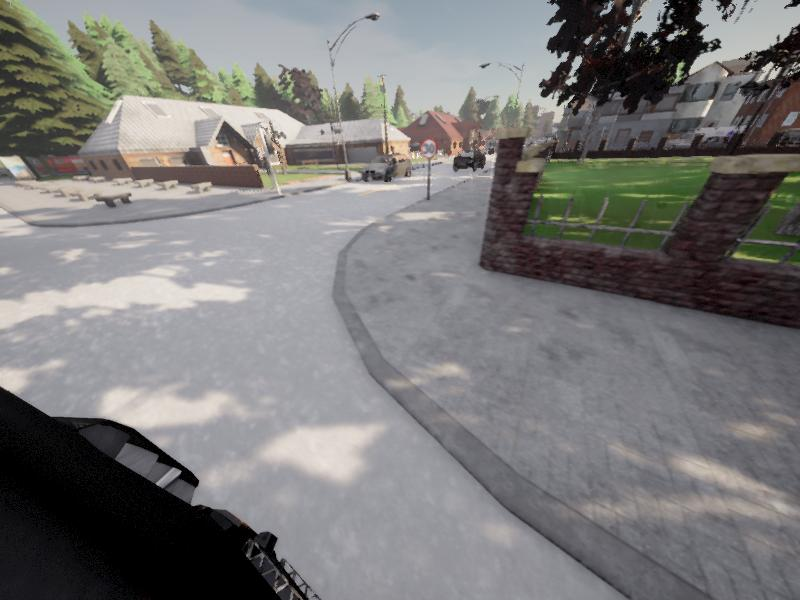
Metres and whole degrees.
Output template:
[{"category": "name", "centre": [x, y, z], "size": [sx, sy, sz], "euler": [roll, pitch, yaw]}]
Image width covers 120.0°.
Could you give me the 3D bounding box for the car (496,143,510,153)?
[{"category": "car", "centre": [22.867, -33.774, 51.221], "size": [1.851, 1.617, 3.988], "euler": [16, 38, 26]}]

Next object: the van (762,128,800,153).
[{"category": "van", "centre": [40.090, -15.624, 22.499], "size": [4.442, 1.987, 1.775], "euler": [15, 38, 24]}]

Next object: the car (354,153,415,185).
[{"category": "car", "centre": [-0.966, -9.953, 17.345], "size": [2.242, 1.667, 4.611], "euler": [16, 38, 26]}]

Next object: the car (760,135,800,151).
[{"category": "car", "centre": [43.354, -16.885, 24.761], "size": [4.718, 1.301, 1.895], "euler": [18, 39, 28]}]

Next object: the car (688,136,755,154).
[{"category": "car", "centre": [34.941, -16.967, 25.295], "size": [3.633, 1.501, 1.845], "euler": [15, 38, 25]}]

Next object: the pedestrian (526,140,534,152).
[{"category": "pedestrian", "centre": [24.051, -28.373, 42.631], "size": [0.751, 1.860, 0.751], "euler": [23, 41, 33]}]

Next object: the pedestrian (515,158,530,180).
[{"category": "pedestrian", "centre": [7.448, -7.961, 14.030], "size": [0.500, 1.100, 0.500], "euler": [16, 38, 26]}]

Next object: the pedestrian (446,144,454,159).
[{"category": "pedestrian", "centre": [7.692, -22.764, 35.437], "size": [0.751, 1.860, 0.751], "euler": [17, 39, 27]}]

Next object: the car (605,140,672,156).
[{"category": "car", "centre": [29.102, -18.748, 28.509], "size": [5.357, 1.411, 2.033], "euler": [17, 39, 27]}]

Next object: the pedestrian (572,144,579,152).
[{"category": "pedestrian", "centre": [28.177, -24.425, 37.074], "size": [0.500, 1.100, 0.500], "euler": [-27, 41, -31]}]

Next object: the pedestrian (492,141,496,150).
[{"category": "pedestrian", "centre": [24.320, -39.831, 59.700], "size": [0.751, 1.860, 0.751], "euler": [5, 35, 12]}]

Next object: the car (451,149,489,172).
[{"category": "car", "centre": [6.560, -13.030, 21.503], "size": [1.882, 1.535, 5.008], "euler": [16, 38, 26]}]

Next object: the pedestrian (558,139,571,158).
[{"category": "pedestrian", "centre": [19.704, -18.215, 27.758], "size": [0.751, 1.860, 0.751], "euler": [16, 38, 26]}]

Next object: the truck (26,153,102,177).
[{"category": "truck", "centre": [-73.314, -29.801, 50.782], "size": [2.891, 3.827, 8.468], "euler": [16, 38, 26]}]

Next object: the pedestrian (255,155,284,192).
[{"category": "pedestrian", "centre": [-7.901, -7.694, 14.065], "size": [0.751, 1.860, 0.751], "euler": [0, 34, 5]}]

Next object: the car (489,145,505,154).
[{"category": "car", "centre": [19.395, -30.160, 46.294], "size": [1.994, 1.385, 4.181], "euler": [16, 38, 26]}]

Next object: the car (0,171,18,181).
[{"category": "car", "centre": [-74.459, -22.535, 42.211], "size": [1.994, 1.385, 4.181], "euler": [4, 34, 11]}]

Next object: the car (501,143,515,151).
[{"category": "car", "centre": [26.149, -36.996, 55.904], "size": [2.163, 1.488, 4.792], "euler": [16, 38, 26]}]

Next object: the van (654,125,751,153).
[{"category": "van", "centre": [36.440, -19.566, 28.259], "size": [6.366, 2.431, 2.351], "euler": [16, 38, 26]}]

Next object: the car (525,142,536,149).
[{"category": "car", "centre": [34.507, -40.913, 61.086], "size": [1.882, 1.535, 5.008], "euler": [16, 38, 26]}]

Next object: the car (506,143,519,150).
[{"category": "car", "centre": [29.379, -40.222, 60.483], "size": [2.163, 1.488, 4.792], "euler": [16, 38, 26]}]
